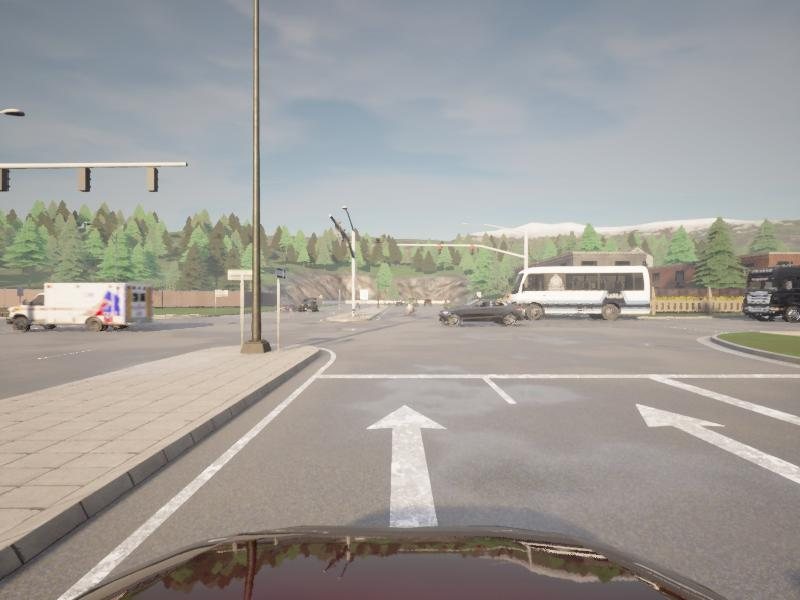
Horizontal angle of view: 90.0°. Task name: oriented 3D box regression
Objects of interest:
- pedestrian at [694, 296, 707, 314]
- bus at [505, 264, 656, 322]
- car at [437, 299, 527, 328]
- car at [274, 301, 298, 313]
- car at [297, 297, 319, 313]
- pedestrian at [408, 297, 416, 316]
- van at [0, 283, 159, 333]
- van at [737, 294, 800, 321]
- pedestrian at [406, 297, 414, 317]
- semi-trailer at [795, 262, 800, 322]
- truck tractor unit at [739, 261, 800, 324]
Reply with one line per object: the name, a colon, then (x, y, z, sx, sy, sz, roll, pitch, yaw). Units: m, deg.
pedestrian: (31.375, 0.485, 41.743, 0.751, 1.860, 0.751, 0, 0, 1)
bus: (13.968, -0.534, 31.938, 10.273, 4.253, 3.944, 0, 0, 6)
car: (4.912, 0.780, 24.455, 5.027, 1.651, 2.152, 0, 0, -1)
car: (-15.101, 0.870, 53.171, 1.812, 1.442, 4.674, 0, 0, 0)
car: (-11.596, 0.641, 50.835, 1.905, 1.878, 3.866, 0, 1, 0)
pedestrian: (1.192, 0.637, 39.254, 0.751, 1.860, 0.751, 0, 0, -5)
van: (-16.394, 0.378, 20.699, 6.366, 2.431, 2.351, 0, 0, -1)
van: (29.909, 0.575, 31.760, 4.480, 2.038, 2.069, 0, 0, -1)
pedestrian: (0.930, 0.637, 37.394, 0.751, 1.860, 0.751, 0, 0, 2)
semi-trailer: (36.392, -0.618, 28.337, 14.254, 4.402, 2.717, 0, 0, -1)
truck tractor unit: (28.472, -0.502, 28.252, 6.516, 4.208, 3.053, 0, 0, -1)
